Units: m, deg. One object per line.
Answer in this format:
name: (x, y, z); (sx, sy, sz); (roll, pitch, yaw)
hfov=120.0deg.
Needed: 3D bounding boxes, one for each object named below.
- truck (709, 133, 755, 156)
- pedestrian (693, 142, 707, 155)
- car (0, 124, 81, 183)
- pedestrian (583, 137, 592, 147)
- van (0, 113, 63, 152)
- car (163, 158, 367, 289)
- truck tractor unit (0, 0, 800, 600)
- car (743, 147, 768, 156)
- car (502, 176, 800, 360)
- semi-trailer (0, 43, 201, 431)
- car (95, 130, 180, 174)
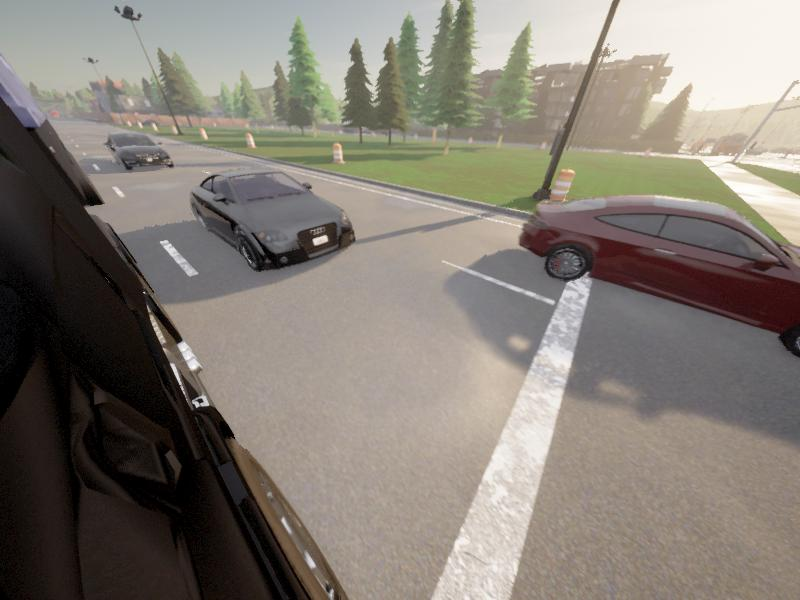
truck: (70.687, -33.395, 49.508); (2.891, 3.827, 8.468); (28, 43, 30)
pedestrian: (55.355, -27.970, 42.651); (0.751, 1.860, 0.751); (32, 46, 33)
car: (-16.218, -6.461, 9.961); (5.027, 1.651, 2.152); (28, 44, 30)
pedestrian: (43.757, -36.819, 53.814); (0.751, 1.860, 0.751); (-20, 42, -28)
van: (-26.119, -11.876, 16.321); (4.442, 1.987, 1.775); (28, 43, 30)
car: (-2.939, -2.026, 5.029); (4.181, 1.385, 1.994); (28, 44, 30)
truck tractor unit: (-2.645, -0.295, 0.351); (6.516, 4.208, 3.053); (28, 44, 30)
car: (84.073, -35.179, 54.654); (1.837, 1.490, 4.892); (28, 43, 30)
car: (4.523, -0.820, 3.801); (4.674, 1.442, 1.812); (28, 44, 30)
semi-trailer: (-8.693, -3.601, 4.242); (14.254, 4.402, 2.717); (28, 44, 30)
car: (-13.722, -7.812, 12.033); (4.892, 1.490, 1.837); (28, 43, 30)
